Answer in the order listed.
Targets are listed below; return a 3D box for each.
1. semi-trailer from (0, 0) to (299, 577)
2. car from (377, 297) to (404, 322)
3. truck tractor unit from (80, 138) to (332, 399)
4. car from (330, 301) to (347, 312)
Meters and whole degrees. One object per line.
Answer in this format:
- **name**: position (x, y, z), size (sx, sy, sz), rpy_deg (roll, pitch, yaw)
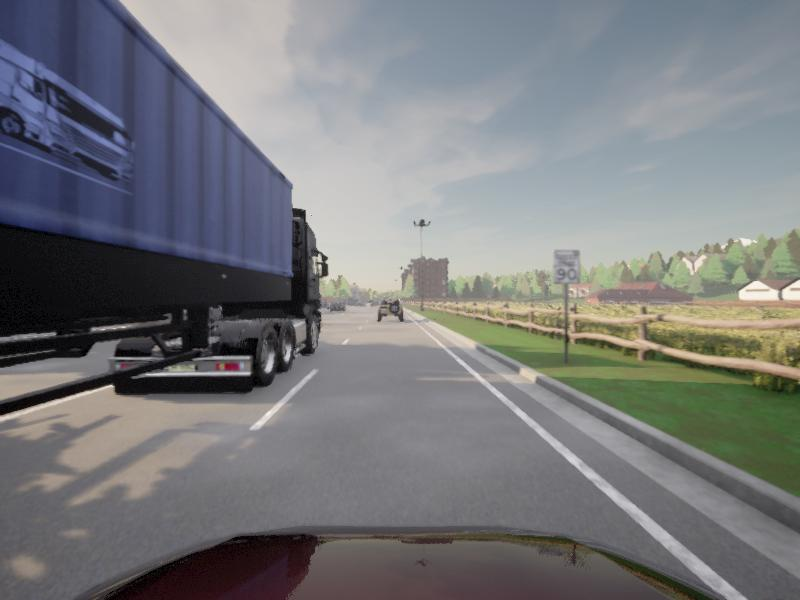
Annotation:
- **semi-trailer**: position (-3.646, -0.616, 1.827), size (2.717, 4.402, 14.254), rpy_deg (0, 0, 0)
- **car**: position (-0.741, 0.656, 31.590), size (1.932, 1.855, 4.605), rpy_deg (0, 0, -1)
- **truck tractor unit**: position (-3.691, -0.517, 9.743), size (3.053, 4.208, 6.516), rpy_deg (0, 0, -1)
- **car**: position (-8.348, 0.863, 54.652), size (1.816, 1.474, 4.193), rpy_deg (0, 0, -2)
